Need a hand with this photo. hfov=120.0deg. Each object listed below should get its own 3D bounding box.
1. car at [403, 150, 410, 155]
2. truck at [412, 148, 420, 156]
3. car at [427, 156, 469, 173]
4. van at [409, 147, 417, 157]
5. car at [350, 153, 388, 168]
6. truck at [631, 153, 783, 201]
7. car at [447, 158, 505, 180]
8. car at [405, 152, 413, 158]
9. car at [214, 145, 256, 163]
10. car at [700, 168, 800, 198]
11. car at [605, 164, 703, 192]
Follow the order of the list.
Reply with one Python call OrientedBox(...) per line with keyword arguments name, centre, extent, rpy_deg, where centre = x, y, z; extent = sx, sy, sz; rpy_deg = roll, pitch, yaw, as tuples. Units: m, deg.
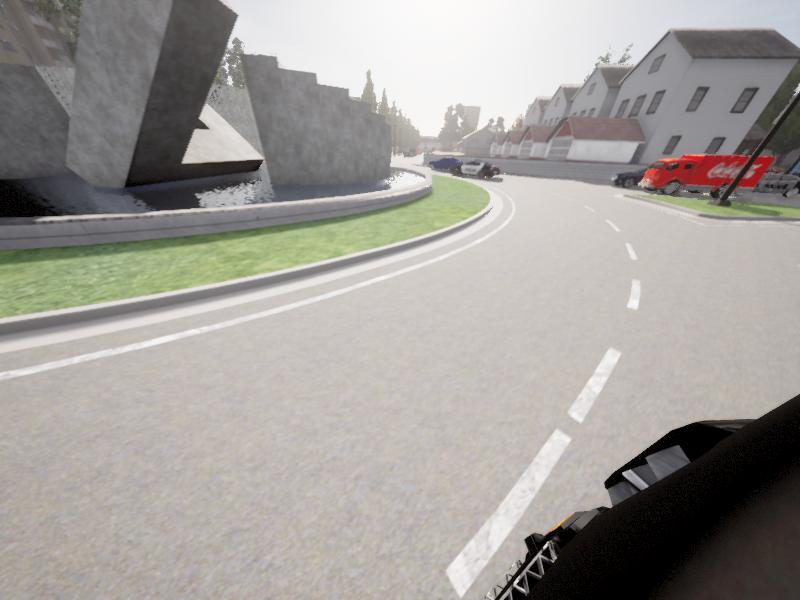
OrientedBox(name="car", centre=(2.531, -56.678, 88.946), extent=(2.163, 1.488, 4.792), rpy_deg=(5, 34, 5))
OrientedBox(name="truck", centre=(6.279, -57.875, 90.059), extent=(2.627, 2.467, 5.204), rpy_deg=(5, 33, 5))
OrientedBox(name="car", centre=(5.849, -16.941, 28.725), extent=(1.882, 1.535, 5.008), rpy_deg=(-23, 41, -33))
OrientedBox(name="van", centre=(4.525, -50.484, 78.674), extent=(1.988, 2.561, 5.915), rpy_deg=(5, 34, 5))
OrientedBox(name="car", centre=(-4.200, -18.990, 31.383), extent=(4.674, 1.442, 1.812), rpy_deg=(15, 35, 19))
OrientedBox(name="truck", centre=(20.380, -8.582, 15.915), extent=(5.204, 2.467, 2.627), rpy_deg=(11, 35, 14))
OrientedBox(name="car", centre=(7.333, -13.095, 22.946), extent=(2.038, 1.542, 4.974), rpy_deg=(-24, 41, -34))
OrientedBox(name="car", centre=(2.589, -41.919, 66.673), extent=(1.816, 1.474, 4.193), rpy_deg=(6, 33, 5))
OrientedBox(name="car", centre=(-21.330, -18.965, 30.001), extent=(3.866, 1.878, 1.905), rpy_deg=(-21, 40, -31))
OrientedBox(name="car", centre=(27.370, -8.940, 17.614), extent=(5.238, 1.638, 1.930), rpy_deg=(8, 34, 8))
OrientedBox(name="car", centre=(20.647, -10.164, 19.123), extent=(4.856, 1.649, 2.033), rpy_deg=(12, 35, 15))
